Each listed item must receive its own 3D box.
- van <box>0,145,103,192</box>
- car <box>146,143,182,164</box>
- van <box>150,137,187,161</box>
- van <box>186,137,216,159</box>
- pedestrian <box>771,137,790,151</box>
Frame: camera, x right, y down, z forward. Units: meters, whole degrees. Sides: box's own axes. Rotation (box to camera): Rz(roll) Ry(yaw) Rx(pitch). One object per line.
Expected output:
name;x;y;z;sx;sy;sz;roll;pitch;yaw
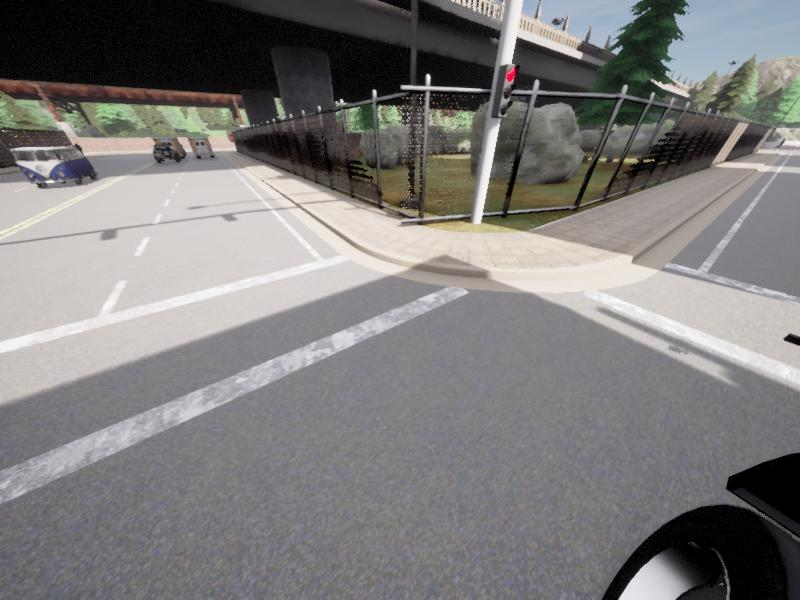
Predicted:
van;-20.105;-7.861;13.579;1.775;1.987;4.442;-22;41;-28
car;-26.932;-16.883;26.546;1.932;1.855;4.605;-22;41;-28
van;-31.573;-20.889;31.798;2.351;2.431;6.366;-22;41;-28
van;-28.997;-22.295;33.774;2.351;2.431;6.366;-22;41;-28
pedestrian;61.190;-25.059;37.134;0.751;1.860;0.751;-27;43;-32
